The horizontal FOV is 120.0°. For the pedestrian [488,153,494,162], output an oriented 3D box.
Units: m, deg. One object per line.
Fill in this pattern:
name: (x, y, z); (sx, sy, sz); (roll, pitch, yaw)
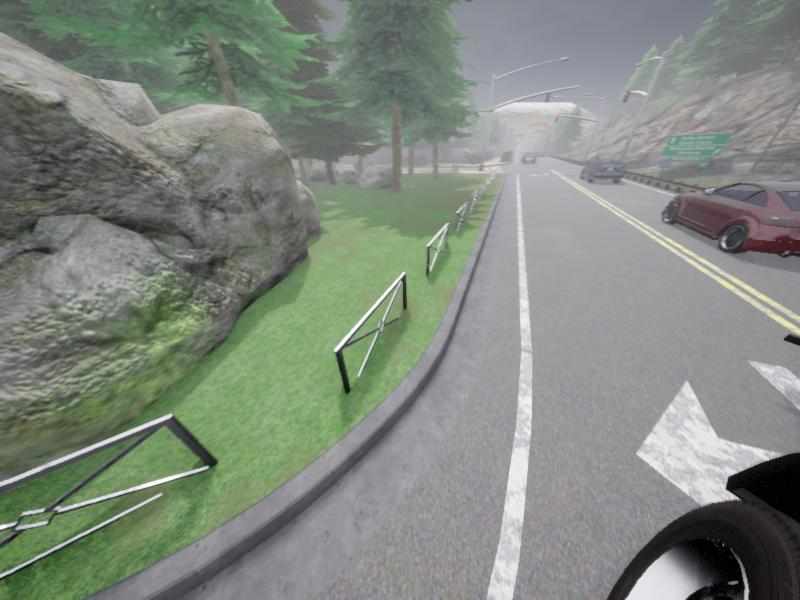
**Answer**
pedestrian: (16.787, -26.212, 42.502); (0.751, 1.300, 0.751); (11, 35, 20)

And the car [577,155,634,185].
car: (14.279, -9.261, 16.324); (1.789, 1.549, 3.705); (11, 35, 20)

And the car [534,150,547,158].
car: (35.790, -37.383, 59.082); (2.163, 1.488, 4.792); (12, 35, 20)

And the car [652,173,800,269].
car: (8.972, -2.241, 5.834); (1.994, 1.385, 4.181); (12, 35, 20)

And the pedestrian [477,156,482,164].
pedestrian: (13.307, -23.482, 38.733); (0.500, 1.100, 0.500); (-16, 35, -21)

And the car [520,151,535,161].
car: (25.439, -28.732, 46.110); (2.128, 1.511, 4.902); (12, 35, 20)

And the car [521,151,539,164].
car: (21.019, -23.096, 37.458); (2.033, 1.649, 4.856); (13, 35, 22)
